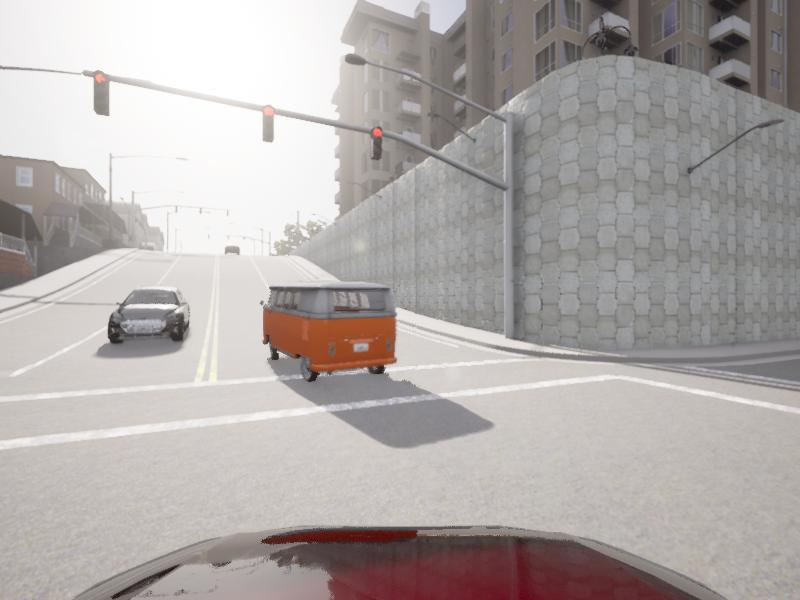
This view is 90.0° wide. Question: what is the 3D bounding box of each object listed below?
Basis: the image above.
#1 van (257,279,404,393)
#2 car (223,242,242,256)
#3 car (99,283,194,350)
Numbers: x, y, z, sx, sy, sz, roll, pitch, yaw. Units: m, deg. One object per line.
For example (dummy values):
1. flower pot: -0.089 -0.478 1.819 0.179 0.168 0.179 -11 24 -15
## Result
1. van: -1.882 0.554 9.281 1.775 1.987 4.442 -1 2 -33
2. car: -22.161 -6.688 52.851 2.128 1.511 4.902 0 5 -24
3. car: -8.325 0.355 13.626 2.033 1.649 4.856 0 5 -24
